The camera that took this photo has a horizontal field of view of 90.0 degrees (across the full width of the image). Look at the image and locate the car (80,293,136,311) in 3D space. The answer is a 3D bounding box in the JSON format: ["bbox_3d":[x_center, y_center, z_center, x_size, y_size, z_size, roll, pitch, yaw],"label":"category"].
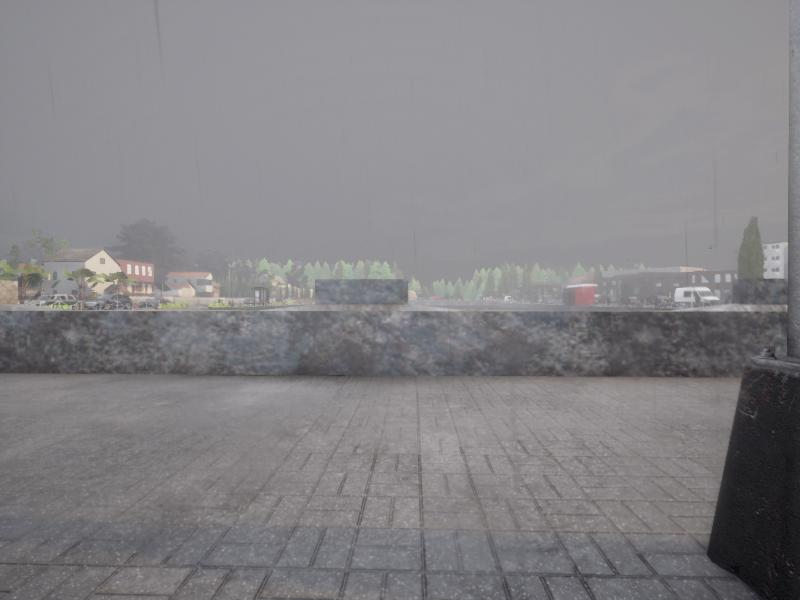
[{"bbox_3d":[-29.211,0.178,40.270,2.033,1.649,4.856,0,0,2],"label":"car"}]

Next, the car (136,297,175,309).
[{"bbox_3d":[-28.969,0.307,47.543,1.994,1.385,4.181,0,0,1],"label":"car"}]

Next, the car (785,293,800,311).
[{"bbox_3d":[36.340,0.201,34.239,1.801,1.575,5.366,0,0,2],"label":"car"}]

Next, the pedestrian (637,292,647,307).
[{"bbox_3d":[28.781,-0.053,47.556,0.751,1.860,0.751,0,0,5],"label":"pedestrian"}]

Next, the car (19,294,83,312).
[{"bbox_3d":[-29.422,0.253,33.891,1.970,1.475,3.806,0,0,2],"label":"car"}]

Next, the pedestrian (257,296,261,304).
[{"bbox_3d":[-32.578,-0.067,92.560,0.751,1.860,0.751,0,0,2],"label":"pedestrian"}]

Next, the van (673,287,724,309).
[{"bbox_3d":[36.850,-0.278,49.652,1.988,2.561,5.915,0,0,2],"label":"van"}]

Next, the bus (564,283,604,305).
[{"bbox_3d":[38.101,-1.139,83.307,3.944,4.253,10.273,0,0,2],"label":"bus"}]

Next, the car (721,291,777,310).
[{"bbox_3d":[36.603,0.052,42.120,1.932,1.855,4.605,0,0,2],"label":"car"}]

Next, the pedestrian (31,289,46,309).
[{"bbox_3d":[-34.389,-0.067,38.061,0.751,1.860,0.751,0,0,3],"label":"pedestrian"}]

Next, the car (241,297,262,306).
[{"bbox_3d":[-28.013,0.224,75.683,2.242,1.667,4.611,0,0,2],"label":"car"}]

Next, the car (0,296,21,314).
[{"bbox_3d":[-29.630,0.344,27.856,1.895,1.301,4.718,0,0,2],"label":"car"}]

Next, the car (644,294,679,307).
[{"bbox_3d":[37.100,0.094,56.978,2.097,1.767,4.553,0,0,2],"label":"car"}]
